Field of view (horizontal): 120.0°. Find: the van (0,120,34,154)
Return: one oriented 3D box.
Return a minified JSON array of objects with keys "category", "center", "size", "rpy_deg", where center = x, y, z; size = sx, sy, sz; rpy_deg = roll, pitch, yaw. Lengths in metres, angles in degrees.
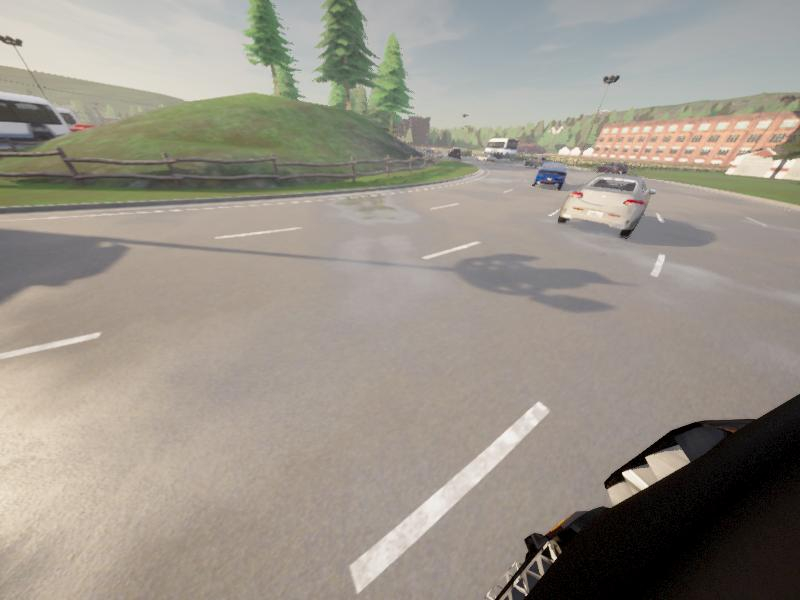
[{"category":"van","center":[-35.182,-13.042,18.330],"size":[2.351,2.431,6.366],"rpy_deg":[-3,34,-9]}]

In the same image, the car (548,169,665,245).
[{"category":"car","center":[7.702,-3.688,8.490],"size":[2.152,1.651,5.027],"rpy_deg":[31,43,34]}]

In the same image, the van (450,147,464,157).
[{"category":"van","center":[15.874,-41.184,64.304],"size":[2.069,2.038,4.480],"rpy_deg":[-3,34,-8]}]

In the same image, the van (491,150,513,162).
[{"category":"van","center":[21.987,-31.144,49.893],"size":[2.069,2.038,4.480],"rpy_deg":[-2,34,-8]}]

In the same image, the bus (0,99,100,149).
[{"category":"bus","center":[-43.907,-20.631,27.270],"size":[3.944,4.253,10.273],"rpy_deg":[-3,34,-9]}]

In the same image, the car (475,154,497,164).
[{"category":"car","center":[16.098,-26.619,43.402],"size":[1.895,1.301,4.718],"rpy_deg":[-3,34,-8]}]

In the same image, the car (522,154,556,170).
[{"category":"car","center":[20.524,-20.554,34.422],"size":[2.242,1.667,4.611],"rpy_deg":[3,34,-1]}]

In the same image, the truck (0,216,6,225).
[{"category":"truck","center":[-11.968,-1.755,3.363],"size":[5.204,2.467,2.627],"rpy_deg":[-15,38,-24]}]

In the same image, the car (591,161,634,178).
[{"category":"car","center":[26.862,-16.710,29.388],"size":[1.816,1.474,4.193],"rpy_deg":[6,34,5]}]

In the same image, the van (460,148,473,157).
[{"category":"van","center":[19.008,-42.569,66.638],"size":[1.775,1.987,4.442],"rpy_deg":[-3,34,-8]}]

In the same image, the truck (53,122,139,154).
[{"category":"truck","center":[-32.987,-17.791,25.496],"size":[2.627,2.467,5.204],"rpy_deg":[-3,34,-9]}]

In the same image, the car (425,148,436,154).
[{"category":"car","center":[10.113,-49.569,76.782],"size":[2.163,1.488,4.792],"rpy_deg":[-3,34,-8]}]

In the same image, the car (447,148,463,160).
[{"category":"car","center":[11.528,-30.892,48.849],"size":[1.905,1.878,3.866],"rpy_deg":[-3,34,-8]}]

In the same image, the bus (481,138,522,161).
[{"category":"bus","center":[24.228,-36.649,56.236],"size":[3.944,4.253,10.273],"rpy_deg":[-3,34,-8]}]

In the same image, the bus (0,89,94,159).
[{"category":"bus","center":[-31.339,-13.148,17.152],"size":[3.944,4.253,10.273],"rpy_deg":[-3,34,-9]}]

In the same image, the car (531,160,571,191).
[{"category":"car","center":[11.580,-9.664,17.718],"size":[1.882,1.535,5.008],"rpy_deg":[20,38,22]}]
